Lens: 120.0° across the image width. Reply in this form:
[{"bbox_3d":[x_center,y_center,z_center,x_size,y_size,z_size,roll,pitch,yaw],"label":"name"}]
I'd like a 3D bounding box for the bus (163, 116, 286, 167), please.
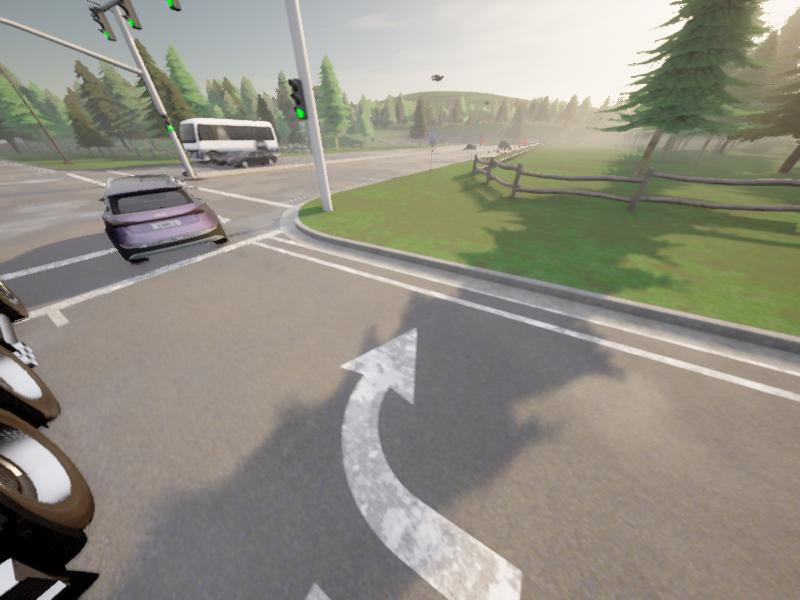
[{"bbox_3d":[-19.900,-18.900,27.651,3.944,4.253,10.273,17,38,23],"label":"bus"}]

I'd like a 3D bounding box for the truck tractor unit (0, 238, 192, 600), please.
[{"bbox_3d":[-5.064,-0.346,0.842,6.516,4.208,3.053,20,40,26],"label":"truck tractor unit"}]

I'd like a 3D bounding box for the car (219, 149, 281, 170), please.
[{"bbox_3d":[-15.170,-14.527,23.735,1.837,1.490,4.892,17,38,23],"label":"car"}]

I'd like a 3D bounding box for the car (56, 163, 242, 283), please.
[{"bbox_3d":[-6.342,-2.431,6.133,2.033,1.649,4.856,-30,45,-33],"label":"car"}]

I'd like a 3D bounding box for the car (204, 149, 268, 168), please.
[{"bbox_3d":[-17.919,-15.773,25.637,2.033,1.411,5.357,17,38,23],"label":"car"}]
